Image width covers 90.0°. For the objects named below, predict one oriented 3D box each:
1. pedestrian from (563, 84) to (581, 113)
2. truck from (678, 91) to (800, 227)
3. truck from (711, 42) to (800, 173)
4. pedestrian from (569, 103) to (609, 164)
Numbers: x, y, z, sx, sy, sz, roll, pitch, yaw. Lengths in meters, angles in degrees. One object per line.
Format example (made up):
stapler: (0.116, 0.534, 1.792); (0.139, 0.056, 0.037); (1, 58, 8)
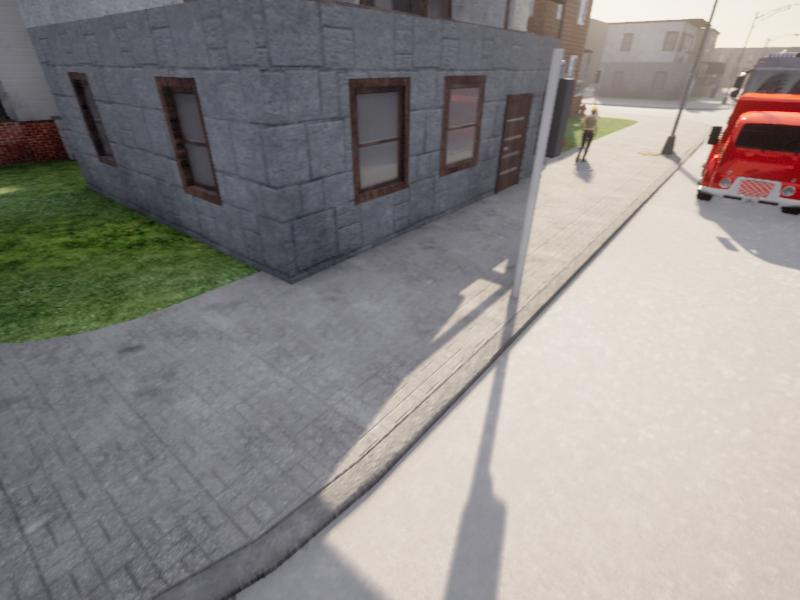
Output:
pedestrian: (12.765, -14.944, 29.724); (0.751, 1.860, 0.751); (7, 31, 11)
truck: (9.806, -4.042, 10.679); (2.627, 2.467, 5.204); (23, 37, 33)
truck: (15.645, -8.021, 16.253); (2.891, 3.827, 8.468); (23, 37, 33)
pedestrian: (6.600, -5.826, 14.020); (0.751, 1.860, 0.751); (19, 35, 29)
